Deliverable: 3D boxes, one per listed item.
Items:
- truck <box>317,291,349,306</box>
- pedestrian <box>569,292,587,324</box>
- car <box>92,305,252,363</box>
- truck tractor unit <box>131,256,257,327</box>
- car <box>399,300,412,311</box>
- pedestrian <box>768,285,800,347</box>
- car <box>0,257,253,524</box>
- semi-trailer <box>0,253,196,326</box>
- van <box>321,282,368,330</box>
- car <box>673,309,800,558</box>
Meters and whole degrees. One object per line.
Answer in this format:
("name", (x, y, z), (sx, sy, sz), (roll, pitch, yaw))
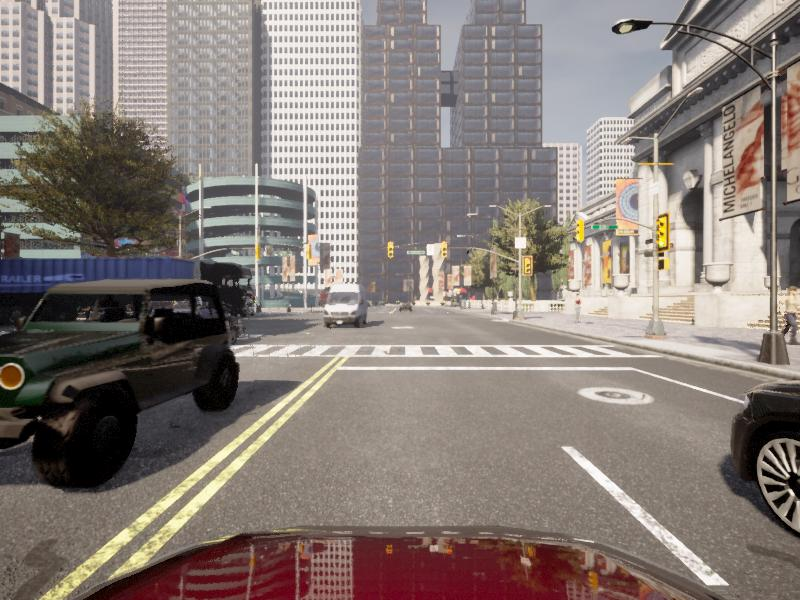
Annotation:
("truck", (-18.246, -0.325, 108.425), (8.468, 3.827, 2.891), (0, 0, 29))
("pedestrian", (10.684, 0.485, 24.069), (0.751, 1.860, 0.751), (0, 0, 0))
("car", (-6.826, 0.894, 12.891), (2.033, 1.411, 5.357), (0, 0, 1))
("truck tractor unit", (-12.918, -0.524, 25.634), (6.516, 4.208, 3.053), (0, 0, -5))
("car", (0.845, 0.788, 59.898), (1.851, 1.617, 3.988), (0, 0, 1))
("pedestrian", (12.137, 0.485, 12.418), (0.751, 1.860, 0.751), (0, 0, -8))
("car", (-3.442, 0.647, 4.769), (1.905, 1.878, 3.866), (0, 0, 1))
("semi-trailer", (-20.821, -0.617, 25.561), (14.254, 4.402, 2.717), (0, 0, 1))
("van", (-3.167, 0.323, 24.108), (1.988, 2.561, 5.915), (0, 0, 1))
("car", (3.511, 0.836, 1.169), (2.128, 1.511, 4.902), (0, 0, 1))
